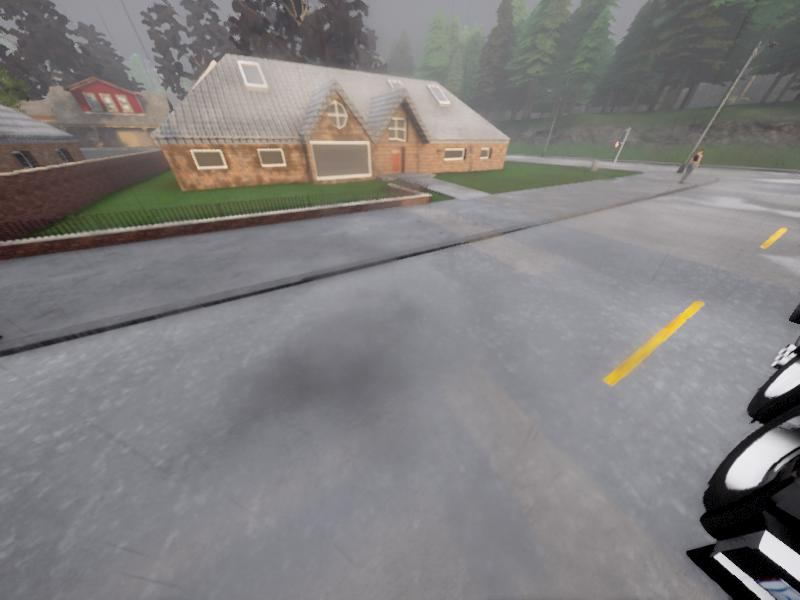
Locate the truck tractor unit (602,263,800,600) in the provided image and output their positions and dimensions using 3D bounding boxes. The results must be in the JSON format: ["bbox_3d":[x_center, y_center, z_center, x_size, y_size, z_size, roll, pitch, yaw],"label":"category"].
[{"bbox_3d":[5.108,-0.304,0.783,6.516,4.208,3.053,-18,39,-24],"label":"truck tractor unit"}]

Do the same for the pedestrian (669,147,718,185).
[{"bbox_3d":[17.211,-7.866,13.597,0.751,1.860,0.751,3,35,3],"label":"pedestrian"}]
